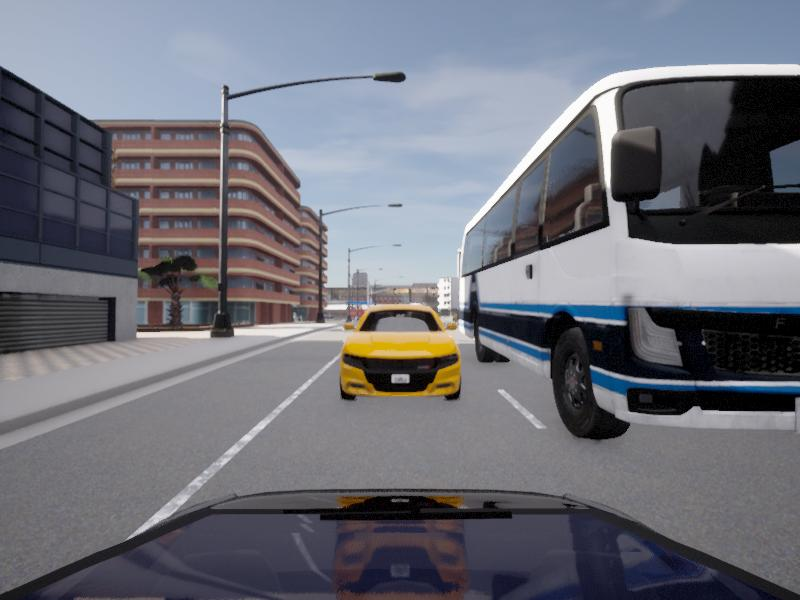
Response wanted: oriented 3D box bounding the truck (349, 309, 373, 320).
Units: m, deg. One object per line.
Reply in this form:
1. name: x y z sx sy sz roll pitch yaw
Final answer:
1. truck: -8.680 3.266 89.050 5.204 2.467 2.627 0 -2 -1

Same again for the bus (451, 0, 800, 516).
1. bus: 3.629 -0.529 8.083 3.944 4.253 10.273 0 0 0

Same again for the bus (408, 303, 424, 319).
1. bus: 4.374 3.048 112.843 3.944 4.253 10.273 0 -2 0

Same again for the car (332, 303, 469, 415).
1. car: 0.008 0.824 7.988 1.882 1.535 5.008 0 0 0

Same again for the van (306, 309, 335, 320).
1. van: -17.626 3.206 88.877 5.915 2.561 1.988 0 -2 -1
